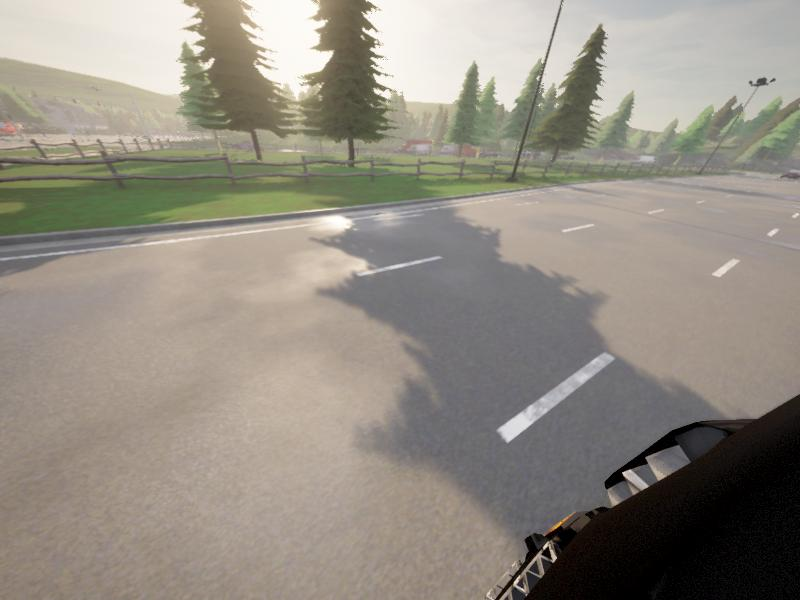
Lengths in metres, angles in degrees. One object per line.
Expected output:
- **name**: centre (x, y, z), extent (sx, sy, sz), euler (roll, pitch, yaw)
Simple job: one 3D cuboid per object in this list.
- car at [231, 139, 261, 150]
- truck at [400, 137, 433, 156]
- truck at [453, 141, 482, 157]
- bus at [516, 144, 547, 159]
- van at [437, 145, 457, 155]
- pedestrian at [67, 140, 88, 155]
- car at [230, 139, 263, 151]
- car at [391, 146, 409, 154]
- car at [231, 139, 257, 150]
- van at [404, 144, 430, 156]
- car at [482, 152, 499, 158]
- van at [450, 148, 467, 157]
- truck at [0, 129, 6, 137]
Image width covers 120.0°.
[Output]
- **car**: centre (-32.332, -32.716, 48.578), extent (5.027, 1.651, 2.152), euler (-16, 38, -26)
- **truck**: centre (4.487, -41.846, 63.038), extent (8.468, 3.827, 2.891), euler (-16, 38, -26)
- **truck**: centre (20.786, -46.482, 71.201), extent (8.468, 3.827, 2.891), euler (-16, 38, -26)
- **bus**: centre (48.111, -54.349, 84.642), extent (10.273, 4.253, 3.944), euler (-16, 38, -26)
- **van**: centre (15.382, -48.937, 75.552), extent (5.915, 2.561, 1.988), euler (-16, 38, -26)
- **pedestrian**: centre (-28.122, -13.297, 20.181), extent (0.500, 1.100, 0.500), euler (-13, 37, -23)
- **car**: centre (-28.870, -29.200, 43.617), extent (4.856, 1.649, 2.033), euler (-16, 38, -26)
- **car**: centre (-0.077, -41.961, 64.688), extent (4.553, 1.767, 2.097), euler (-16, 38, -26)
- **car**: centre (-30.950, -30.855, 45.931), extent (3.988, 1.617, 1.851), euler (-16, 38, -26)
- **van**: centre (4.411, -39.000, 60.052), extent (6.366, 2.431, 2.351), euler (-16, 38, -26)
- **car**: centre (28.404, -45.443, 72.337), extent (4.892, 1.490, 1.837), euler (-16, 38, -26)
- **van**: centre (16.715, -42.316, 66.342), extent (4.442, 1.987, 1.775), euler (-16, 38, -26)
- **truck**: centre (-79.832, -32.542, 42.640), extent (2.891, 3.827, 8.468), euler (-16, 38, -26)
